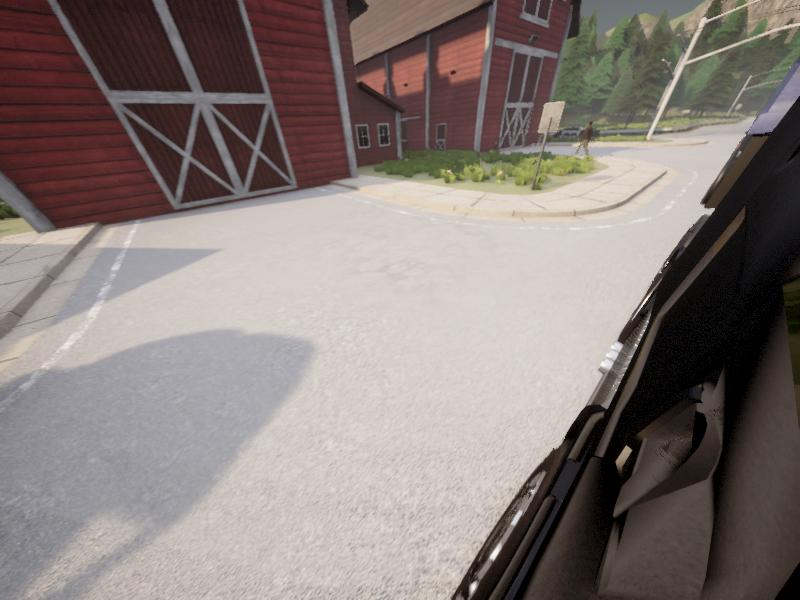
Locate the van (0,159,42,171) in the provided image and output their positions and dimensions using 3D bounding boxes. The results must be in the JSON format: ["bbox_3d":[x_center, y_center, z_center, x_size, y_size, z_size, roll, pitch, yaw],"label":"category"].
[{"bbox_3d":[-88.888,-31.756,54.306,4.480,2.038,2.069,-28,42,-29],"label":"van"}]

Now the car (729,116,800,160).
[{"bbox_3d":[20.532,-8.932,12.632,4.611,1.667,2.242,-28,43,-30],"label":"car"}]

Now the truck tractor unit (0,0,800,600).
[{"bbox_3d":[2.645,-0.295,0.351,6.516,4.208,3.053,-28,44,-30],"label":"truck tractor unit"}]

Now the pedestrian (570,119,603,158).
[{"bbox_3d":[11.300,-9.771,14.055,0.751,1.860,0.751,-25,41,-26],"label":"pedestrian"}]

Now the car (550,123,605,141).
[{"bbox_3d":[23.309,-22.201,30.612,1.930,1.638,5.238,-28,42,-29],"label":"car"}]

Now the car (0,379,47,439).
[{"bbox_3d":[-4.951,1.477,0.467,1.905,1.878,3.866,6,39,5],"label":"car"}]

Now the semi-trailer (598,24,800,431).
[{"bbox_3d":[8.706,-3.612,4.201,14.254,4.402,2.717,-28,42,-29],"label":"semi-trailer"}]

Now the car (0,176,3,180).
[{"bbox_3d":[-59.038,-17.391,32.169,2.242,1.667,4.611,-28,42,-29],"label":"car"}]
